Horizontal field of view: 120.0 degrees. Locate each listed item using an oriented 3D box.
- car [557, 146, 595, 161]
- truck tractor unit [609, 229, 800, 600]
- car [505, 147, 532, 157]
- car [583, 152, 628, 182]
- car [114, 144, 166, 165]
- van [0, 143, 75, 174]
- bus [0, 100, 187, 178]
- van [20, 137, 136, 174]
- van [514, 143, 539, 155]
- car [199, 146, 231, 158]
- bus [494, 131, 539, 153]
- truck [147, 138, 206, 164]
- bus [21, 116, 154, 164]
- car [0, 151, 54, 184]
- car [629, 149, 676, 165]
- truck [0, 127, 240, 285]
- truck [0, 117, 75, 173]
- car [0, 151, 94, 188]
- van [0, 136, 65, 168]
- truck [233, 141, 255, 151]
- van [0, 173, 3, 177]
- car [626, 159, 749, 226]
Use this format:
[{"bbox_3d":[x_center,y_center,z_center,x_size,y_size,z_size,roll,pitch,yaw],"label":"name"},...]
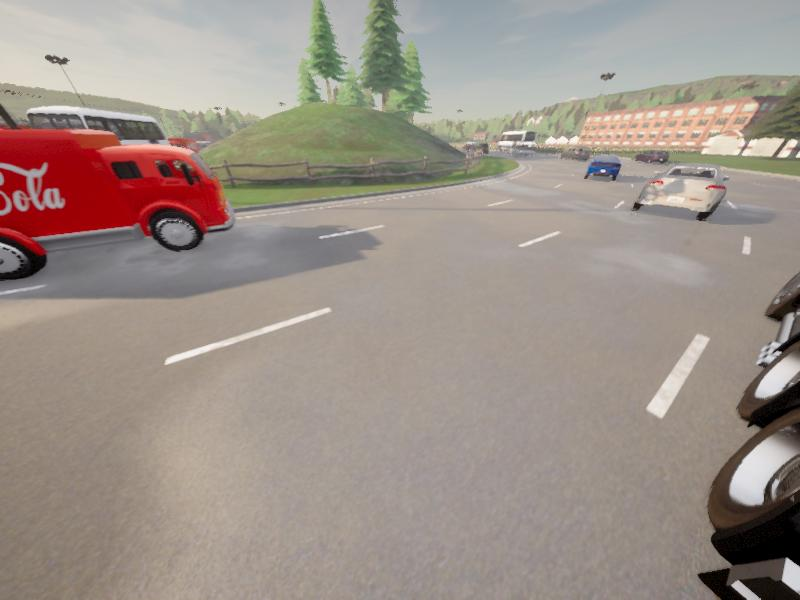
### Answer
[{"bbox_3d":[25.932,-21.743,34.251,2.242,1.667,4.611,3,35,3],"label":"car"},{"bbox_3d":[5.051,-0.354,0.871,6.516,4.208,3.053,-21,40,-27],"label":"truck tractor unit"},{"bbox_3d":[21.906,-27.535,42.952,1.895,1.301,4.718,-6,35,-9],"label":"car"},{"bbox_3d":[15.652,-10.389,17.850,1.882,1.535,5.008,21,40,26],"label":"car"},{"bbox_3d":[-29.865,-16.954,26.772,1.905,1.878,3.866,-8,35,-11],"label":"car"},{"bbox_3d":[-31.317,-12.018,19.524,1.775,1.987,4.442,-8,35,-11],"label":"van"},{"bbox_3d":[-24.254,-13.559,19.808,3.944,4.253,10.273,-8,35,-11],"label":"bus"},{"bbox_3d":[-28.130,-13.153,20.801,2.351,2.431,6.366,-8,35,-11],"label":"van"},{"bbox_3d":[27.153,-32.697,49.811,2.069,2.038,4.480,-7,35,-10],"label":"van"},{"bbox_3d":[-29.195,-23.596,36.736,2.128,1.511,4.902,-8,35,-11],"label":"car"},{"bbox_3d":[28.393,-39.133,57.189,3.944,4.253,10.273,-7,35,-11],"label":"bus"},{"bbox_3d":[-26.681,-18.137,27.996,2.627,2.467,5.204,-8,35,-12],"label":"truck"},{"bbox_3d":[-37.869,-20.099,29.201,3.944,4.253,10.273,-8,35,-11],"label":"bus"},{"bbox_3d":[-26.171,-8.281,14.461,2.152,1.651,5.027,-8,35,-11],"label":"car"},{"bbox_3d":[32.108,-18.379,29.587,1.816,1.474,4.193,6,35,7],"label":"car"},{"bbox_3d":[-7.126,-2.351,5.246,5.204,2.467,2.627,-18,39,-24],"label":"truck"},{"bbox_3d":[-35.209,-13.450,19.958,2.891,3.827,8.468,-8,35,-11],"label":"truck"},{"bbox_3d":[-22.583,-8.286,14.505,1.851,1.617,3.988,-8,35,-11],"label":"car"},{"bbox_3d":[-39.923,-15.501,24.035,1.988,2.561,5.915,-8,35,-11],"label":"van"},{"bbox_3d":[-39.311,-38.969,58.430,2.390,2.098,6.274,-8,35,-11],"label":"truck"},{"bbox_3d":[-29.666,-8.414,13.825,1.988,2.561,5.915,-8,35,-11],"label":"van"},{"bbox_3d":[11.412,-4.587,9.341,5.027,1.651,2.152,-28,44,-34],"label":"car"}]
